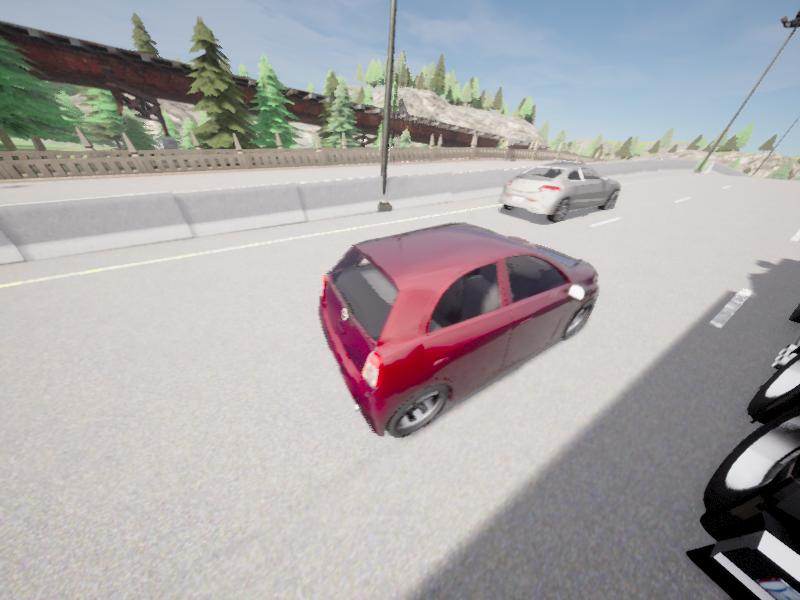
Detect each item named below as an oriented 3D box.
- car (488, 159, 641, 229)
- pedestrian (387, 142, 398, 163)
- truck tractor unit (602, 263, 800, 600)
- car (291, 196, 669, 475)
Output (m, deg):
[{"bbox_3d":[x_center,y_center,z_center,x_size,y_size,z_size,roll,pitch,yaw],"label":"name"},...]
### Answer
[{"bbox_3d":[6.065,-4.169,8.620,5.027,1.651,2.152,-18,39,-24],"label":"car"},{"bbox_3d":[-0.830,-16.290,25.472,0.751,1.860,0.751,-12,36,-28],"label":"pedestrian"},{"bbox_3d":[5.107,-0.305,0.783,6.516,4.208,3.053,-18,39,-24],"label":"truck tractor unit"},{"bbox_3d":[0.922,-0.145,2.877,3.633,1.501,1.845,-18,39,-24],"label":"car"}]
